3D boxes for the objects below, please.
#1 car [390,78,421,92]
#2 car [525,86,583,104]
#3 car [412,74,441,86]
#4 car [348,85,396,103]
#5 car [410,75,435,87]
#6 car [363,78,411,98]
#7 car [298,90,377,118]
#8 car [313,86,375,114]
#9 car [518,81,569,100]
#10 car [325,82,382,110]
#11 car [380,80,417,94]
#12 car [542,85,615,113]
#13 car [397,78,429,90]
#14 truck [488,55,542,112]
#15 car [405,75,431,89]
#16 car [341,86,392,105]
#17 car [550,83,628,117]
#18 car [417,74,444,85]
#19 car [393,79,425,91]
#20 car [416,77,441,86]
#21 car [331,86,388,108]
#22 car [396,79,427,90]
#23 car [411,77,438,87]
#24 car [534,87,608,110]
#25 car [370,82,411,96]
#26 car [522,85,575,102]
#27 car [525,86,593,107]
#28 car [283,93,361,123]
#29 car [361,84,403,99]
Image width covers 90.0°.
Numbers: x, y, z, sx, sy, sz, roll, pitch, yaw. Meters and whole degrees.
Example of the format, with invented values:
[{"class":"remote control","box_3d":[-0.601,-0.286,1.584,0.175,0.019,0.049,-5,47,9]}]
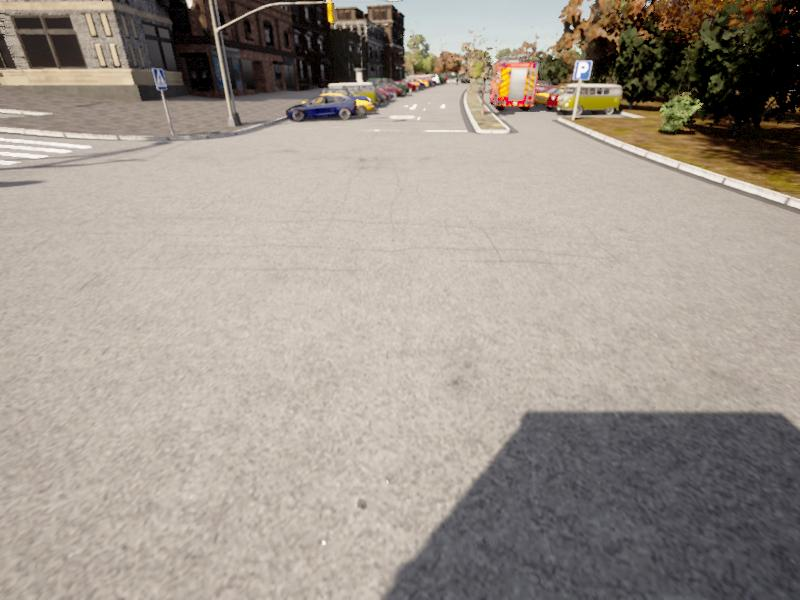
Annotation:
[{"class":"car","box_3d":[0.849,-33.852,62.890,4.553,1.767,2.185,-6,30,-8]},{"class":"car","box_3d":[15.000,-20.049,39.090,4.674,1.452,2.002,-6,30,-11]},{"class":"car","box_3d":[5.450,-45.773,83.311,5.566,2.045,2.435,-5,30,-7]},{"class":"car","box_3d":[-2.968,-21.795,42.295,4.674,1.452,2.002,-7,30,-10]},{"class":"car","box_3d":[4.398,-42.824,78.244,4.442,1.987,1.878,-5,30,-7]},{"class":"car","box_3d":[-1.656,-26.531,49.932,5.566,2.045,2.435,-7,30,-9]},{"class":"car","box_3d":[-4.576,-14.373,29.315,5.366,1.575,1.946,-8,30,-12]},{"class":"car","box_3d":[-4.468,-15.949,31.813,4.553,1.767,2.185,-8,30,-12]},{"class":"car","box_3d":[15.770,-23.123,44.087,4.553,1.767,2.185,-6,30,-10]},{"class":"car","box_3d":[-3.987,-17.554,34.395,4.442,1.987,1.878,-8,30,-11]},{"class":"car","box_3d":[-0.223,-30.772,57.797,5.008,1.535,2.097,-6,30,-9]},{"class":"car","box_3d":[13.903,-15.783,31.361,4.553,1.767,2.185,-6,30,-12]},{"class":"car","box_3d":[2.335,-38.168,70.631,5.366,1.575,1.946,-6,30,-7]},{"class":"truck","box_3d":[9.578,-18.721,34.456,2.891,3.827,8.468,3,30,6]},{"class":"car","box_3d":[3.213,-39.872,73.127,4.442,1.987,1.878,-5,30,-7]},{"class":"car","box_3d":[-3.355,-20.298,39.696,4.674,1.452,2.002,-7,31,-11]},{"class":"car","box_3d":[13.504,-14.388,28.740,4.442,1.987,1.878,-6,31,-12]},{"class":"car","box_3d":[6.643,-48.717,88.412,5.566,2.045,2.435,-5,30,-7]},{"class":"car","box_3d":[1.390,-35.226,65.528,4.892,1.521,2.231,-6,30,-8]},{"class":"car","box_3d":[6.075,-47.033,85.995,5.008,1.535,2.097,-5,30,-7]},{"class":"car","box_3d":[-3.743,-18.837,37.083,4.892,1.521,2.231,-8,30,-11]},{"class":"car","box_3d":[1.933,-36.710,68.100,5.008,1.535,2.097,-6,30,-7]},{"class":"car","box_3d":[4.882,-44.089,80.893,5.008,1.535,2.097,-5,30,-7]},{"class":"car","box_3d":[14.454,-17.169,34.014,5.366,1.575,1.946,-6,30,-11]},{"class":"car","box_3d":[-1.219,-27.798,52.637,5.008,1.535,2.097,-7,30,-9]},{"class":"car","box_3d":[15.388,-21.516,41.633,4.674,1.452,2.002,-6,30,-11]},{"class":"car","box_3d":[14.451,-18.596,36.483,5.366,1.575,1.946,-6,31,-11]},{"class":"car","box_3d":[-5.236,-12.845,26.746,4.792,1.488,2.163,-8,31,-12]},{"class":"car","box_3d":[-2.122,-24.778,47.475,4.674,1.452,2.002,-7,31,-10]}]
